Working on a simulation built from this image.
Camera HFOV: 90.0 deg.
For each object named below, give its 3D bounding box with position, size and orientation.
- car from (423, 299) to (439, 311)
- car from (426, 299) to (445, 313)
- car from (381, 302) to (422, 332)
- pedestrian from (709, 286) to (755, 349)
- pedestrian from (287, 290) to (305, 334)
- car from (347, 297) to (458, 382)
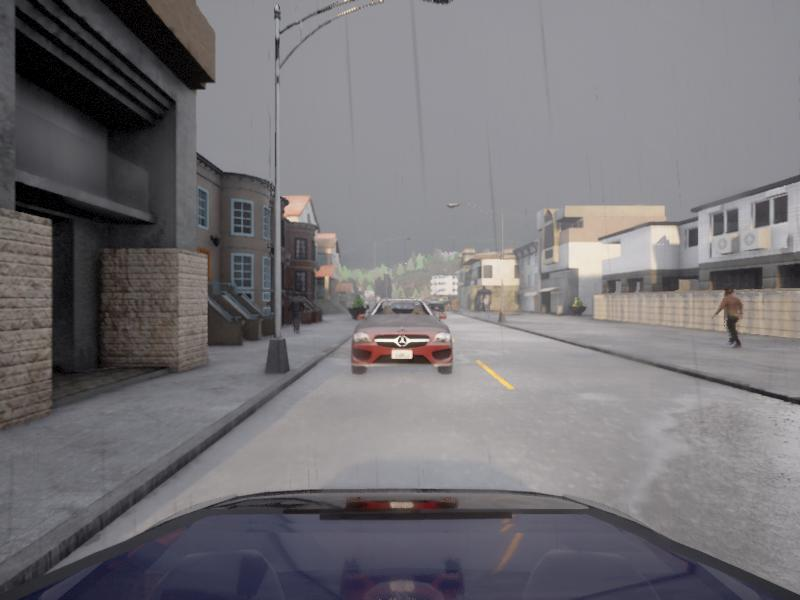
[{"bbox_3d":[4.239,0.718,55.561,1.801,1.575,5.366,0,0,0],"label":"car"},{"bbox_3d":[4.209,0.698,48.312,1.930,1.638,5.238,0,0,0],"label":"car"},{"bbox_3d":[0.099,0.860,22.574,2.033,1.411,5.357,0,0,0],"label":"car"},{"bbox_3d":[10.028,0.514,12.108,0.751,1.860,0.751,0,0,-1],"label":"pedestrian"},{"bbox_3d":[-4.526,0.506,17.399,0.751,1.860,0.751,0,0,-16],"label":"pedestrian"},{"bbox_3d":[0.050,0.765,10.268,2.152,1.651,5.027,0,0,0],"label":"car"}]
